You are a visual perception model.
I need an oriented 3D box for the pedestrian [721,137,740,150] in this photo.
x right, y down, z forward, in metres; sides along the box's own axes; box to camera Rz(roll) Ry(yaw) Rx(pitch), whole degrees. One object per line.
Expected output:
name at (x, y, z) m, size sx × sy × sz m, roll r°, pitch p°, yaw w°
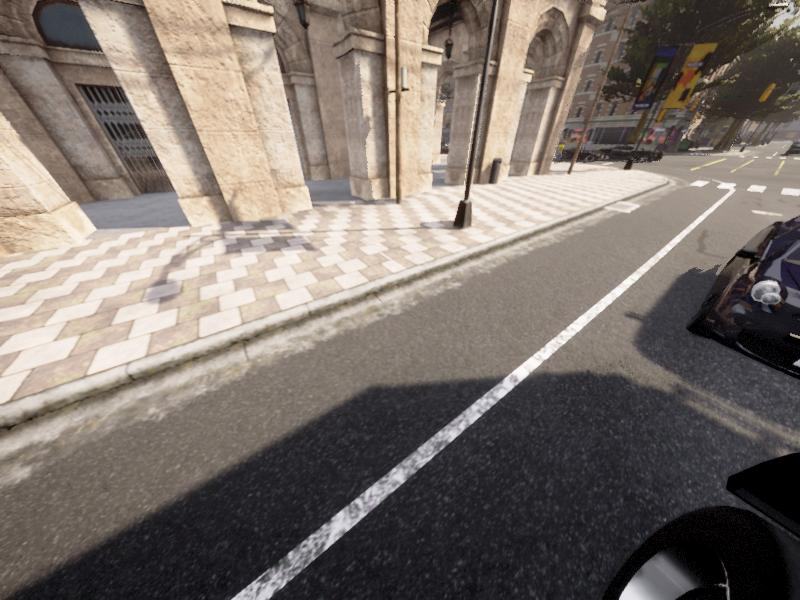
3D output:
pedestrian at (56.403, -26.742, 39.458) m, size 0.751 × 1.860 × 0.751 m, roll 0°, pitch 35°, yaw 0°

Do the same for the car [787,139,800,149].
car at (82.693, -32.264, 47.743) m, size 4.902 × 1.511 × 2.128 m, roll -23°, pitch 41°, yaw -28°

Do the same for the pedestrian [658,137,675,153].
pedestrian at (39.221, -22.786, 33.987) m, size 0.751 × 1.860 × 0.751 m, roll -20°, pitch 40°, yaw -25°

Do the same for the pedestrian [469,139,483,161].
pedestrian at (7.764, -15.409, 23.780) m, size 0.751 × 1.860 × 0.751 m, roll -23°, pitch 41°, yaw -29°

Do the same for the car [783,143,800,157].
car at (51.317, -19.205, 29.522) m, size 4.181 × 1.385 × 1.994 m, roll -23°, pitch 41°, yaw -28°

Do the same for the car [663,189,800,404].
car at (5.487, -0.218, 2.864) m, size 3.633 × 1.501 × 1.845 m, roll -22°, pitch 41°, yaw -28°

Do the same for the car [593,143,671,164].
car at (24.017, -15.430, 24.174) m, size 1.930 × 1.638 × 5.238 m, roll -22°, pitch 40°, yaw -28°

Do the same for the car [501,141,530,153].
car at (20.005, -26.654, 40.157) m, size 1.851 × 1.617 × 3.988 m, roll -22°, pitch 41°, yaw -28°

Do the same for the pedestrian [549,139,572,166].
pedestrian at (13.764, -12.669, 19.845) m, size 0.751 × 1.860 × 0.751 m, roll -11°, pitch 37°, yaw -14°

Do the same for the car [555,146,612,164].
car at (19.407, -15.571, 24.648) m, size 1.994 × 1.385 × 4.181 m, roll -22°, pitch 41°, yaw -28°
